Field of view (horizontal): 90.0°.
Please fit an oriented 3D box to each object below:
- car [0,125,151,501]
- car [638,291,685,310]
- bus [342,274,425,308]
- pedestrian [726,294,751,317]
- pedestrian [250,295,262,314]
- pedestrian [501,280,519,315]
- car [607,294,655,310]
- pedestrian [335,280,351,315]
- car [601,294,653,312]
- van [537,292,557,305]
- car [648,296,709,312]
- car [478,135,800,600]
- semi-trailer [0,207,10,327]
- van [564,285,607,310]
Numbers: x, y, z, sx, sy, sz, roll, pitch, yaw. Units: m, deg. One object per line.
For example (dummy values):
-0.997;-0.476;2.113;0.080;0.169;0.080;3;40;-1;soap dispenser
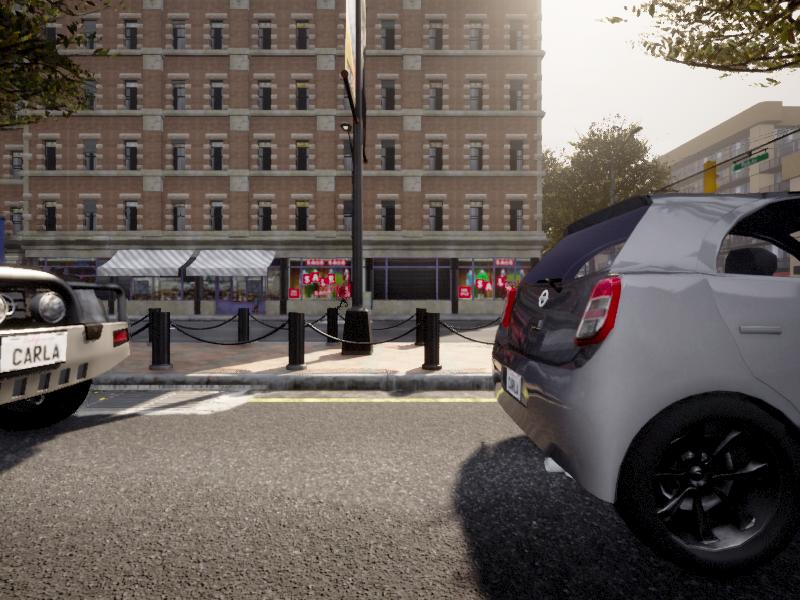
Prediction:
-4.277;0.051;2.201;4.605;1.855;1.932;0;0;0;car
27.145;0.049;41.722;1.932;1.855;4.605;0;0;0;car
-2.059;-1.133;51.914;10.273;4.253;3.944;0;0;0;bus
19.195;0.315;22.692;0.751;1.300;0.751;0;0;5;pedestrian
-8.283;0.266;22.998;0.500;1.100;0.500;0;0;4;pedestrian
5.941;-0.116;21.630;0.751;1.860;0.751;0;0;-1;pedestrian
23.652;0.198;41.198;1.801;1.575;5.366;0;0;0;car
-3.049;-0.114;21.484;0.751;1.860;0.751;0;0;3;pedestrian
20.184;0.242;35.853;1.837;1.490;4.892;0;0;0;car
30.422;-0.286;83.072;1.988;2.561;5.915;0;0;0;van
23.693;0.341;34.300;1.895;1.301;4.718;0;0;0;car
2.425;0.226;2.192;3.633;1.501;1.845;0;0;0;car
-21.809;-1.216;13.702;14.254;4.402;2.717;0;0;0;semi-trailer
20.136;-0.280;43.771;1.988;2.561;5.915;0;0;0;van
